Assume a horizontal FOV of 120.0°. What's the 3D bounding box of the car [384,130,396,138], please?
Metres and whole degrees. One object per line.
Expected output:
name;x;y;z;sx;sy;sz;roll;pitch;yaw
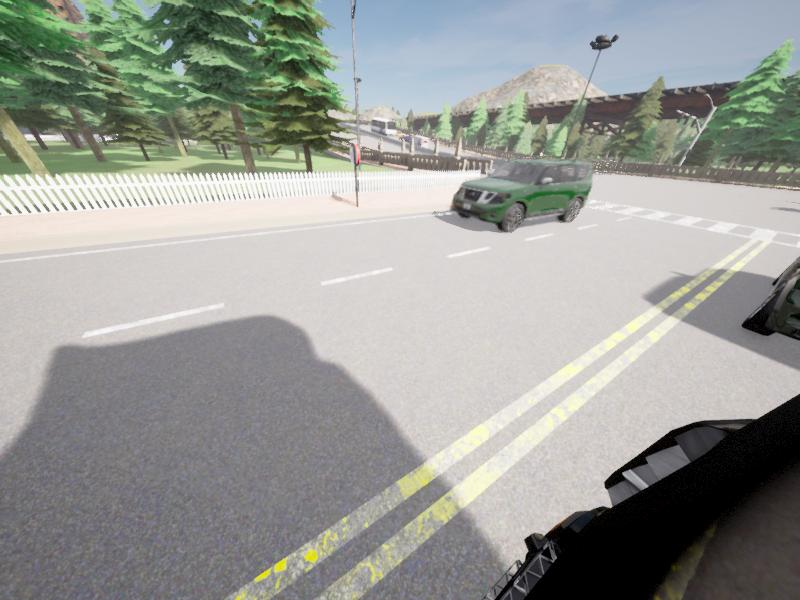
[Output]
car;-2.945;-49.029;68.238;1.816;1.474;4.193;-17;46;-27

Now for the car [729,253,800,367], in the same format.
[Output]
car;7.416;-0.212;3.194;4.553;1.767;2.097;-16;38;-26

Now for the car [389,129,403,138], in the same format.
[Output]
car;-1.177;-51.358;71.287;1.801;1.575;5.366;-17;46;-27

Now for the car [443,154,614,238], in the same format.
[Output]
car;4.583;-3.924;8.336;5.566;2.045;2.150;-15;38;-25

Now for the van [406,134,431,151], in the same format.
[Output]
van;4.174;-36.954;54.192;2.351;2.431;6.366;-17;46;-27

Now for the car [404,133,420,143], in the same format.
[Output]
car;3.316;-46.171;65.868;2.163;1.488;4.792;-17;46;-27

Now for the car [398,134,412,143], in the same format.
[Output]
car;1.391;-44.052;62.993;1.816;1.474;4.193;-17;46;-27

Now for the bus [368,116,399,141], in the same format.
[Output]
bus;-4.932;-48.063;64.562;3.944;4.253;10.273;-17;46;-27
